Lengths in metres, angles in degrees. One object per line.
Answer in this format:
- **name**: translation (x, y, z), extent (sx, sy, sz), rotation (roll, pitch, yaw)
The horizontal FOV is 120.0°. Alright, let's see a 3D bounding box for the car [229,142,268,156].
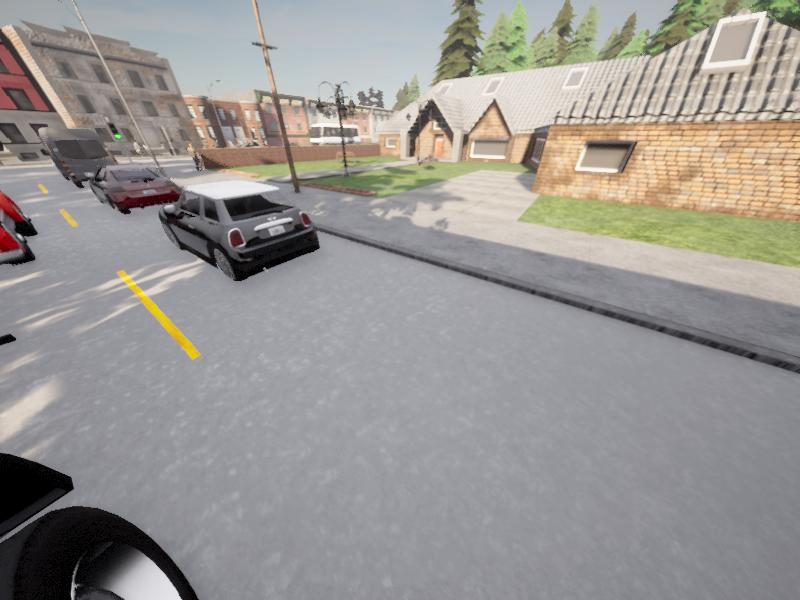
- **car**: translation (-21.643, -21.746, 33.229), extent (1.851, 1.617, 3.988), rotation (22, 41, 28)

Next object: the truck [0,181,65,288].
- **truck**: translation (-9.804, -1.893, 4.338), extent (5.204, 2.467, 2.627), rotation (24, 41, 26)

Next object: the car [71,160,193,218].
- **car**: translation (-10.467, -4.509, 9.051), extent (4.181, 1.385, 1.994), rotation (22, 41, 28)

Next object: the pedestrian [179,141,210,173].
- **pedestrian**: translation (-14.257, -9.948, 16.079), extent (0.751, 1.860, 0.751), rotation (15, 38, 20)

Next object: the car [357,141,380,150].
- **car**: translation (-6.715, -33.873, 50.574), extent (1.801, 1.575, 5.366), rotation (22, 41, 28)

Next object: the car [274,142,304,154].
- **car**: translation (-17.977, -24.694, 37.507), extent (1.845, 1.501, 3.633), rotation (22, 41, 28)

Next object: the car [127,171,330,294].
- **car**: translation (-3.752, -1.811, 5.176), extent (3.806, 1.475, 1.970), rotation (22, 41, 28)

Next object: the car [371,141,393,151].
- **car**: translation (-3.714, -32.300, 48.401), extent (1.882, 1.535, 5.008), rotation (22, 41, 28)

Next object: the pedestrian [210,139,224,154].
- **pedestrian**: translation (-26.972, -22.653, 34.035), extent (0.751, 1.860, 0.751), rotation (18, 39, 23)

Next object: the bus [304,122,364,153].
- **bus**: translation (-11.970, -30.566, 43.524), extent (3.944, 4.253, 10.273), rotation (22, 41, 28)

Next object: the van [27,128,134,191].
- **van**: translation (-18.003, -8.049, 13.007), extent (5.915, 2.561, 1.988), rotation (23, 41, 28)

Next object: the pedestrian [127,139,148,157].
- **pedestrian**: translation (-31.725, -18.401, 27.965), extent (0.751, 1.860, 0.751), rotation (18, 39, 23)

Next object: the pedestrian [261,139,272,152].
- **pedestrian**: translation (-22.755, -26.395, 39.377), extent (0.751, 1.860, 0.751), rotation (8, 36, 11)
